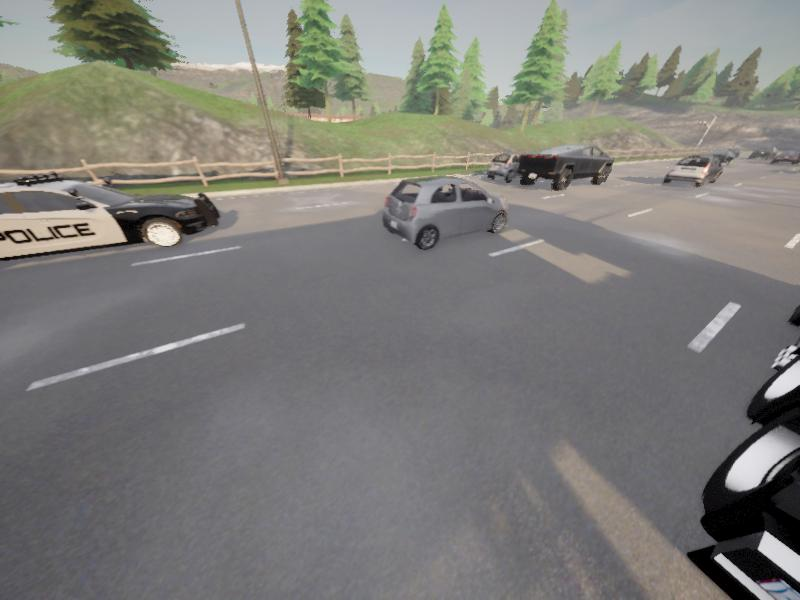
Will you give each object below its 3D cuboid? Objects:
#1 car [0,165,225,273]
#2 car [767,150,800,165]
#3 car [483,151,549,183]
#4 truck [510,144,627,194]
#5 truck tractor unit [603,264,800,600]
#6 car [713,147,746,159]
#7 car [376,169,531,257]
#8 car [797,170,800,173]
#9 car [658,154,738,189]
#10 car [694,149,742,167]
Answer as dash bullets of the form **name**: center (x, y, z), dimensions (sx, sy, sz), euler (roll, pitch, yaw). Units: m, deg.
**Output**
- **car**: center (-7.587, -2.042, 5.436), dimensions (5.238, 1.638, 1.930), euler (-18, 39, -24)
- **car**: center (49.491, -18.122, 29.321), dimensions (5.357, 1.411, 2.033), euler (-18, 39, -24)
- **car**: center (8.115, -9.418, 16.224), dimensions (3.988, 1.617, 1.851), euler (-18, 39, -24)
- **truck**: center (9.881, -7.887, 13.608), dimensions (6.274, 2.098, 2.390), euler (-18, 39, -24)
- **truck tractor unit**: center (5.108, -0.303, 0.790), dimensions (6.516, 4.208, 3.053), euler (-18, 39, -24)
- **car**: center (54.943, -24.551, 38.504), dimensions (4.514, 1.525, 2.007), euler (-18, 39, -24)
- **car**: center (1.416, -2.606, 6.433), dimensions (3.633, 1.501, 1.845), euler (-18, 39, -24)
- **car**: center (38.089, -12.084, 20.617), dimensions (4.718, 1.301, 1.895), euler (-18, 39, -24)
- **car**: center (18.905, -8.285, 14.698), dimensions (3.988, 1.617, 1.851), euler (-18, 39, -25)
- **car**: center (36.074, -16.139, 26.218), dimensions (5.008, 1.535, 1.882), euler (-18, 39, -24)
